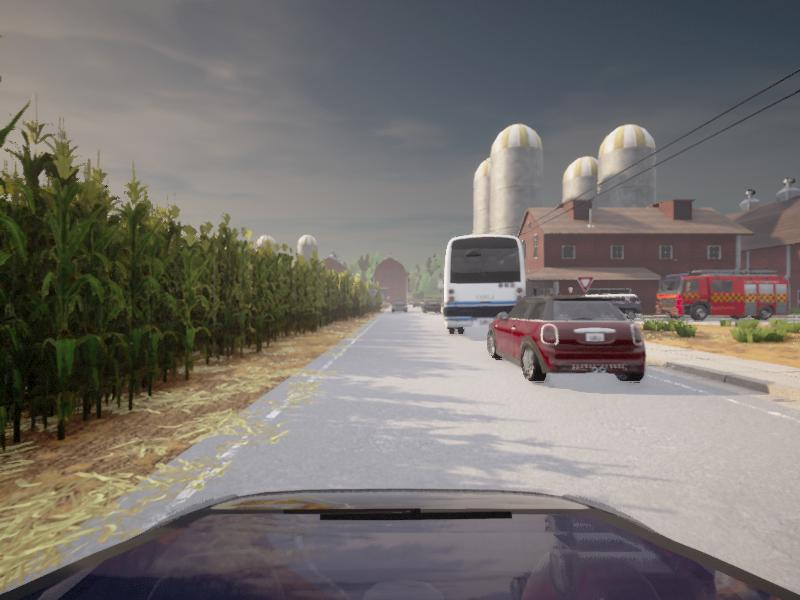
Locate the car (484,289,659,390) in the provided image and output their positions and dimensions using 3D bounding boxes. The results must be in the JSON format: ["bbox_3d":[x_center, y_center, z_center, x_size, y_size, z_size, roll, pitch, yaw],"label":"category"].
[{"bbox_3d":[3.484,0.692,9.271,2.097,1.767,4.553,0,0,0],"label":"car"}]

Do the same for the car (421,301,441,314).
[{"bbox_3d":[3.591,0.833,46.736,1.837,1.490,4.892,0,0,-2],"label":"car"}]

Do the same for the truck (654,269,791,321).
[{"bbox_3d":[25.015,-0.354,31.312,8.468,3.827,2.891,0,0,-1],"label":"truck"}]

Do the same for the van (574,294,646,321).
[{"bbox_3d":[16.271,0.536,31.167,4.480,2.038,2.069,0,0,-1],"label":"van"}]

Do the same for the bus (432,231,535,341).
[{"bbox_3d":[3.855,-0.537,20.877,3.944,4.253,10.273,-1,0,7],"label":"bus"}]

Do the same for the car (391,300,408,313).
[{"bbox_3d":[-0.091,0.812,51.491,2.038,1.542,4.974,0,0,-1],"label":"car"}]
